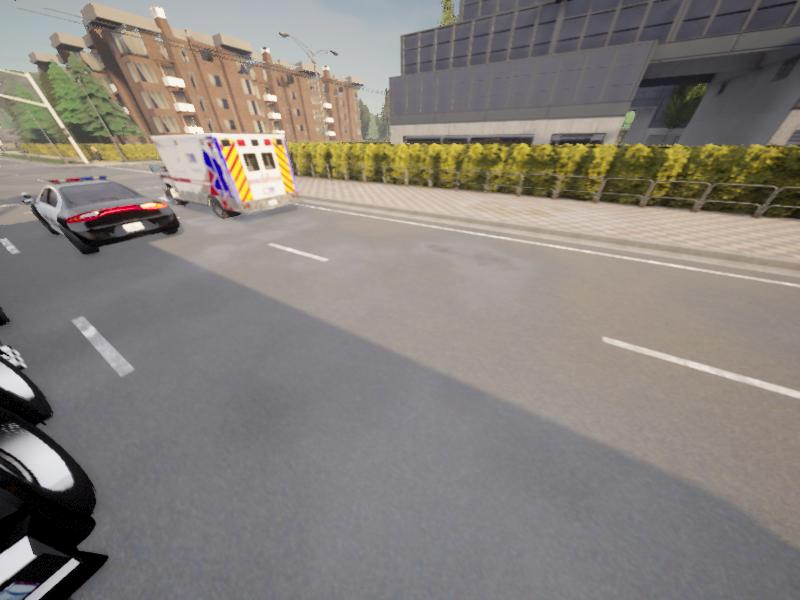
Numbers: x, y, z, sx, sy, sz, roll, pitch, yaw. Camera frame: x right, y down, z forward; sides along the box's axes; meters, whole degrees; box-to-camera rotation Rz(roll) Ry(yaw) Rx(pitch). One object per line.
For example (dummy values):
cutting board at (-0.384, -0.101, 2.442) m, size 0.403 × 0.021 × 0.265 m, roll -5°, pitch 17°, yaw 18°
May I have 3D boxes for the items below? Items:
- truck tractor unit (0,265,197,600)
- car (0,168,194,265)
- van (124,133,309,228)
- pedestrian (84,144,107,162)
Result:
truck tractor unit at (-5.115, -0.296, 0.780) m, size 6.516 × 4.208 × 3.053 m, roll 18°, pitch 39°, yaw 24°
car at (-8.630, -2.638, 6.546) m, size 4.974 × 1.542 × 2.038 m, roll 18°, pitch 39°, yaw 24°
van at (-6.908, -4.754, 8.785) m, size 6.366 × 2.431 × 2.351 m, roll 18°, pitch 39°, yaw 24°
pedestrian at (-38.439, -18.605, 29.190) m, size 0.751 × 1.860 × 0.751 m, roll 0°, pitch 35°, yaw 1°
